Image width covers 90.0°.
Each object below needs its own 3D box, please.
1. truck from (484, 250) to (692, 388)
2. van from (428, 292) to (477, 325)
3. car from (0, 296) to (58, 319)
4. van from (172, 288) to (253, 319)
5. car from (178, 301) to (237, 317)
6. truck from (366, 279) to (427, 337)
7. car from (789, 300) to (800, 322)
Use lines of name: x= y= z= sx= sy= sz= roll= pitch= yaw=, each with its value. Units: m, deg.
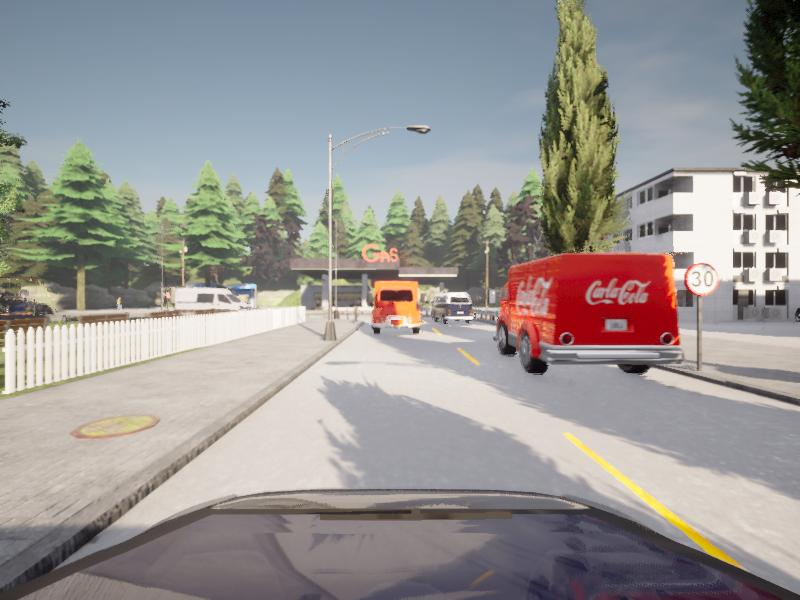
truck: x=3.915 y=0.344 z=9.781 sx=2.627 sy=2.467 sz=5.204 roll=0 pitch=0 yaw=0
van: x=3.394 y=0.541 z=26.825 sx=2.069 sy=2.038 sz=4.480 roll=0 pitch=0 yaw=-8
car: x=-31.656 y=0.607 z=33.785 sx=3.866 sy=1.878 sz=1.905 roll=0 pitch=0 yaw=-1
van: x=-15.776 y=0.283 z=33.928 sx=5.915 sy=2.561 sz=1.988 roll=0 pitch=0 yaw=-1
car: x=-18.172 y=0.826 z=37.906 sx=4.674 sy=1.442 sz=1.812 roll=0 pitch=0 yaw=0
truck: x=-0.179 y=0.334 z=19.651 sx=2.627 sy=2.467 sz=5.204 roll=0 pitch=0 yaw=-1
car: x=27.698 y=0.742 z=25.944 sx=1.845 sy=1.501 sz=3.633 roll=0 pitch=0 yaw=11
